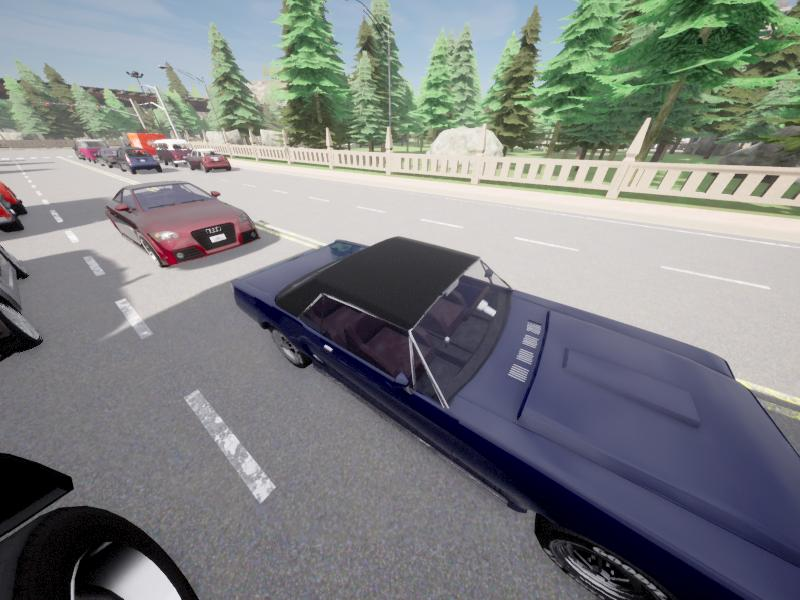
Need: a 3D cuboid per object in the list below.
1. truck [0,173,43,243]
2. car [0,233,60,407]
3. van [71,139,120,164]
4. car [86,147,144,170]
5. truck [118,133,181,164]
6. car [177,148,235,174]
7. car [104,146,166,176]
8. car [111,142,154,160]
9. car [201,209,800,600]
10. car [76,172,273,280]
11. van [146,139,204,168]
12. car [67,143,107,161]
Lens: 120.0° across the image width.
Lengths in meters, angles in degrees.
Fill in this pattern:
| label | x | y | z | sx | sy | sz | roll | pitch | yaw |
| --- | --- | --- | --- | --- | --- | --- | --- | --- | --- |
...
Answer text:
| label | x | y | z | sx | sy | sz | roll | pitch | yaw |
| --- | --- | --- | --- | --- | --- | --- | --- | --- | --- |
| truck | -12.776 | -3.063 | 6.029 | 5.204 | 2.467 | 2.627 | 22 | 41 | 28 |
| car | -6.541 | -0.183 | 2.723 | 5.238 | 1.638 | 1.930 | 22 | 41 | 28 |
| van | -31.123 | -15.238 | 23.623 | 4.442 | 1.987 | 1.775 | 22 | 41 | 28 |
| car | -25.305 | -12.632 | 20.476 | 5.357 | 1.411 | 2.033 | 22 | 41 | 28 |
| truck | -26.094 | -15.854 | 24.114 | 5.204 | 2.467 | 2.627 | 22 | 41 | 28 |
| car | -15.295 | -11.055 | 18.237 | 3.806 | 1.475 | 1.970 | 22 | 40 | 28 |
| car | -19.768 | -10.468 | 17.257 | 3.988 | 1.617 | 1.851 | 22 | 41 | 28 |
| car | -32.242 | -18.005 | 27.858 | 4.856 | 1.649 | 2.033 | 22 | 41 | 28 |
| car | 0.346 | 0.296 | 2.377 | 4.718 | 1.301 | 1.895 | 22 | 41 | 28 |
| car | -5.492 | -2.101 | 5.678 | 4.181 | 1.385 | 1.994 | 21 | 40 | 27 |
| van | -20.413 | -13.367 | 20.994 | 4.480 | 2.038 | 2.069 | 22 | 41 | 28 |
| car | -35.844 | -16.980 | 26.440 | 3.705 | 1.549 | 1.789 | 22 | 41 | 28 |
